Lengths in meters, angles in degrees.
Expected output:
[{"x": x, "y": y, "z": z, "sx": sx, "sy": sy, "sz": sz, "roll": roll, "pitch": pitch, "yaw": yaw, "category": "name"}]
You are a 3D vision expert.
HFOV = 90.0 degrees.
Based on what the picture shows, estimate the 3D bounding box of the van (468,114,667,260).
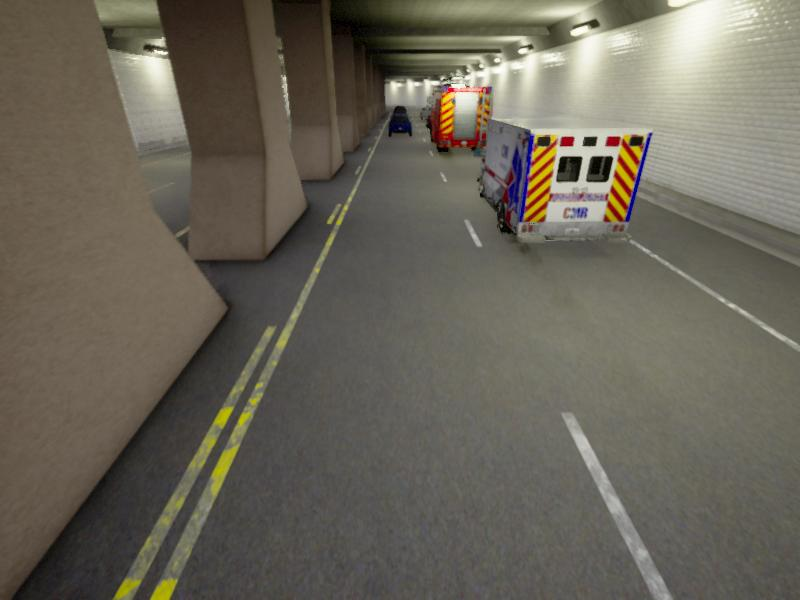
[{"x": 3.511, "y": -3.351, "z": 10.409, "sx": 2.351, "sy": 2.431, "sz": 6.366, "roll": 0, "pitch": 27, "yaw": 0, "category": "van"}]

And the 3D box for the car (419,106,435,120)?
[{"x": 3.528, "y": -24.547, "z": 52.482, "sx": 1.845, "sy": 1.501, "sz": 3.633, "roll": 0, "pitch": 27, "yaw": 0, "category": "car"}]

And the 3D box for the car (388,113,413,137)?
[{"x": 0.020, "y": -14.596, "z": 33.220, "sx": 1.882, "sy": 1.535, "sz": 5.008, "roll": 0, "pitch": 28, "yaw": 0, "category": "car"}]

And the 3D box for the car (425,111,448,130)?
[{"x": 3.524, "y": -17.707, "z": 39.315, "sx": 1.812, "sy": 1.442, "sz": 4.674, "roll": 0, "pitch": 27, "yaw": 0, "category": "car"}]

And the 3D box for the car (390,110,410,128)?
[{"x": 0.026, "y": -19.228, "z": 42.360, "sx": 2.033, "sy": 1.411, "sz": 5.357, "roll": 0, "pitch": 27, "yaw": 0, "category": "car"}]

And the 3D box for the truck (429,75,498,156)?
[{"x": 3.518, "y": -11.587, "z": 24.855, "sx": 2.891, "sy": 3.827, "sz": 8.468, "roll": 0, "pitch": 27, "yaw": 0, "category": "truck"}]

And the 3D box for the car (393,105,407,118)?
[{"x": 0.029, "y": -26.965, "z": 57.203, "sx": 1.882, "sy": 1.535, "sz": 5.008, "roll": 0, "pitch": 27, "yaw": 0, "category": "car"}]
